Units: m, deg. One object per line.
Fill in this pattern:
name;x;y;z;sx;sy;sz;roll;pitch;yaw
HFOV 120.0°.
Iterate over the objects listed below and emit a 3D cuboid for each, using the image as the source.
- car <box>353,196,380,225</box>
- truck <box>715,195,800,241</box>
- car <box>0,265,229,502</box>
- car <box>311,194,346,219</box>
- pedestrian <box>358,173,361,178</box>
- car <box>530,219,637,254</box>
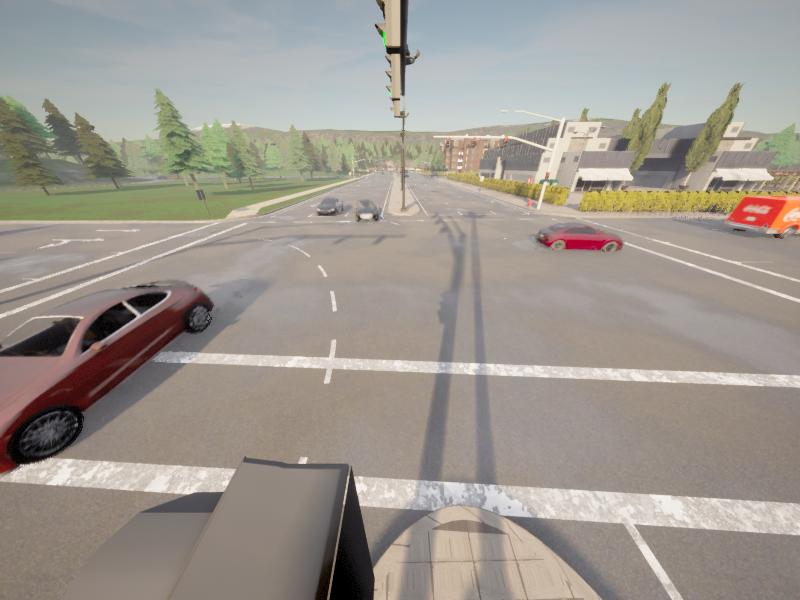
car;-3.121;-8.192;20.870;2.033;1.649;4.856;-5;30;-7
truck;26.160;-5.587;15.521;5.204;2.467;2.627;0;30;0
car;-6.730;0.934;5.067;2.152;1.651;5.027;0;30;-1
car;-6.997;-9.482;23.194;2.038;1.542;4.974;-1;30;-2
pedestrian;-16.428;-50.686;93.883;0.751;1.860;0.751;2;30;3
car;10.297;-3.700;13.346;4.181;1.385;1.994;3;30;5
